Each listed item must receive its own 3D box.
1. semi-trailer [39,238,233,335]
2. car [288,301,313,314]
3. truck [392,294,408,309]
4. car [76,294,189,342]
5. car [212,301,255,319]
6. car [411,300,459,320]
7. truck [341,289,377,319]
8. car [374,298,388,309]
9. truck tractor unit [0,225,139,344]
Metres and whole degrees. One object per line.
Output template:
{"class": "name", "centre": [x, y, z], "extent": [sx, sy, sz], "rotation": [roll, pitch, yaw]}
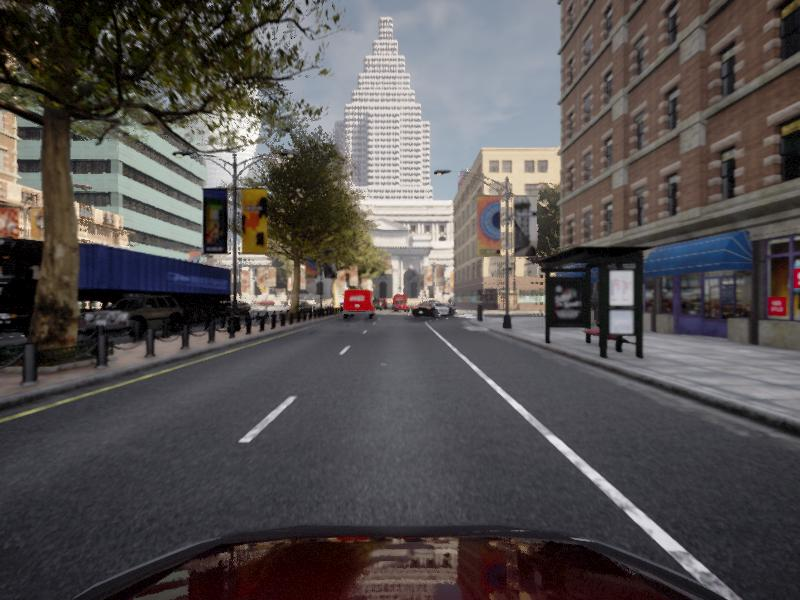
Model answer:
{"class": "semi-trailer", "centre": [-14.931, -0.615, 25.252], "extent": [2.717, 4.402, 14.254], "rotation": [0, 0, 1]}
{"class": "car", "centre": [-11.529, 0.874, 46.596], "extent": [1.812, 1.442, 4.674], "rotation": [0, 0, 0]}
{"class": "truck", "centre": [0.008, 0.350, 68.829], "extent": [2.627, 2.467, 5.204], "rotation": [0, -1, 0]}
{"class": "car", "centre": [-11.503, 0.651, 17.674], "extent": [1.932, 1.855, 4.605], "rotation": [0, 1, -1]}
{"class": "car", "centre": [-14.995, 0.847, 36.304], "extent": [1.837, 1.490, 4.892], "rotation": [0, 0, 0]}
{"class": "car", "centre": [3.149, 0.826, 35.112], "extent": [2.038, 1.542, 4.974], "rotation": [1, 0, 35]}
{"class": "truck", "centre": [-3.495, 0.360, 35.325], "extent": [2.627, 2.467, 5.204], "rotation": [0, 0, 0]}
{"class": "car", "centre": [-3.511, 0.576, 74.369], "extent": [2.150, 2.045, 5.566], "rotation": [0, 0, 2]}
{"class": "truck tractor unit", "centre": [-14.989, -0.520, 17.338], "extent": [3.053, 4.208, 6.516], "rotation": [0, 0, 0]}
